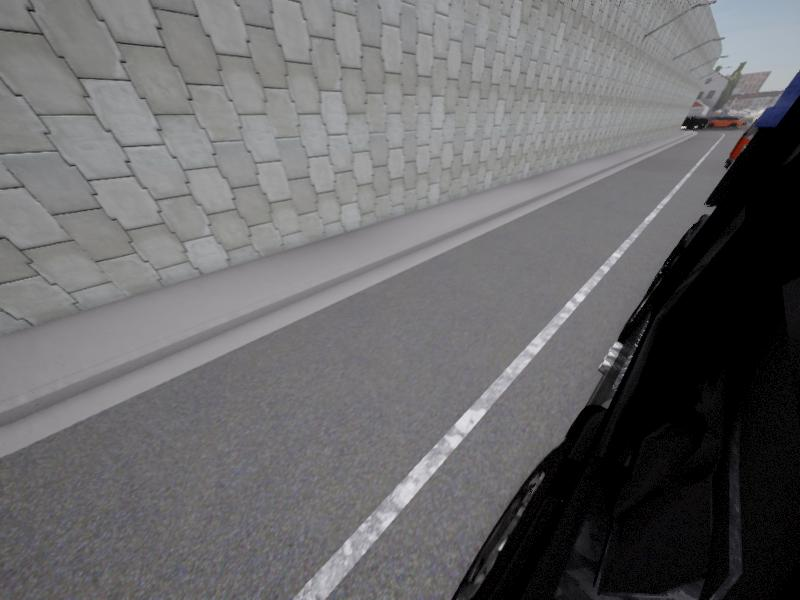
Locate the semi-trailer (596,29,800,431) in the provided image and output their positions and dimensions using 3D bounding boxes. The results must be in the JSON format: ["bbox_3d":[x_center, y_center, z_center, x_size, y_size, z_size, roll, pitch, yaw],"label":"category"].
[{"bbox_3d":[8.790,-3.524,4.158,14.254,4.402,2.717,-27,43,-29],"label":"semi-trailer"}]

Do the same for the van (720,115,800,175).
[{"bbox_3d":[17.489,-7.499,11.005,4.442,1.987,1.775,-29,44,-30],"label":"van"}]

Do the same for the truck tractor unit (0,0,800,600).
[{"bbox_3d":[2.645,-0.295,0.351,6.516,4.208,3.053,-28,44,-30],"label":"truck tractor unit"}]

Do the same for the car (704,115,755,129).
[{"bbox_3d":[58.238,-31.558,41.008,2.097,1.767,4.553,-10,37,-10],"label":"car"}]

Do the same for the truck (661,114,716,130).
[{"bbox_3d":[54.390,-33.728,43.885,2.390,2.098,6.274,-3,37,-1],"label":"truck"}]
